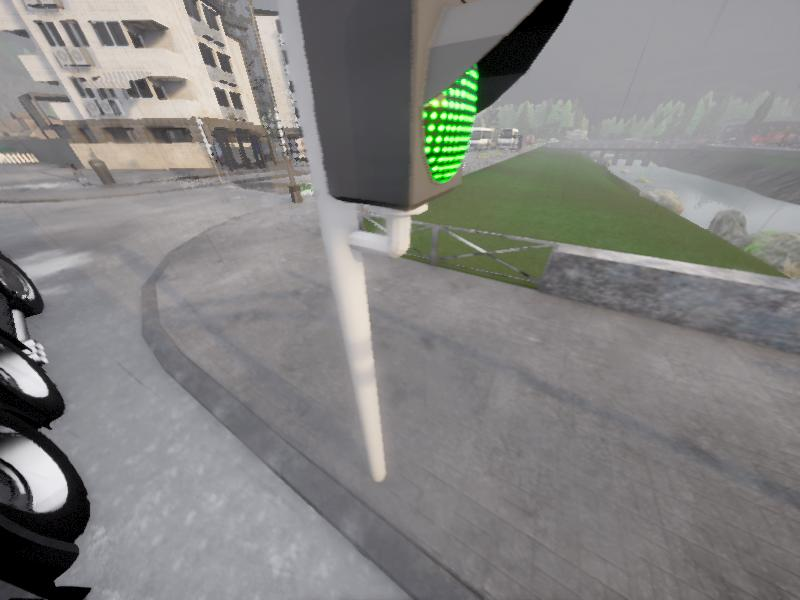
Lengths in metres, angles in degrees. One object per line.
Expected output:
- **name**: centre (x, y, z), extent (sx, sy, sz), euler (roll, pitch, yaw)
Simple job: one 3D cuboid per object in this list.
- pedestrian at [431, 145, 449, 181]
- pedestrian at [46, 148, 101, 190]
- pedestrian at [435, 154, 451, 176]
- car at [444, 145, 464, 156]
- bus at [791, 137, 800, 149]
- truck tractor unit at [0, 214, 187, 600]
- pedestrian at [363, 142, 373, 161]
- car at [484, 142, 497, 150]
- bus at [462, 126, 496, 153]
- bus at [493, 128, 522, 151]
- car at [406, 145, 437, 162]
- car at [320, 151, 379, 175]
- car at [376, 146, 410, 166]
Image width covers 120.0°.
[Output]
- **pedestrian**: centre (2.479, -8.608, 14.506), extent (0.751, 1.860, 0.751), euler (17, 39, 23)
- **pedestrian**: centre (-17.103, -6.883, 12.168), extent (0.751, 1.860, 0.751), euler (15, 38, 21)
- **pedestrian**: centre (3.108, -9.733, 16.606), extent (0.751, 1.300, 0.751), euler (19, 39, 26)
- **car**: centre (9.282, -25.694, 39.664), extent (1.994, 1.385, 4.181), euler (17, 38, 23)
- **bus**: centre (93.030, -34.968, 49.788), extent (3.944, 4.253, 10.273), euler (18, 39, 24)
- **truck tractor unit**: centre (-5.026, -0.377, 0.892), extent (6.516, 4.208, 3.053), euler (22, 41, 28)
- **pedestrian**: centre (-3.975, -18.423, 28.664), extent (0.751, 1.860, 0.751), euler (-26, 42, -32)
- **car**: centre (23.623, -40.050, 60.032), extent (1.801, 1.575, 5.366), euler (18, 39, 24)
- **bus**: centre (17.082, -34.509, 49.748), extent (3.944, 4.253, 10.273), euler (18, 39, 24)
- **bus**: centre (26.864, -39.959, 57.495), extent (3.944, 4.253, 10.273), euler (18, 39, 24)
- **car**: centre (2.882, -19.414, 30.450), extent (1.930, 1.638, 5.238), euler (18, 39, 24)
- **car**: centre (-4.206, -12.247, 20.422), extent (2.033, 1.411, 5.357), euler (18, 39, 24)
- **car**: centre (-0.699, -15.833, 25.362), extent (1.851, 1.617, 3.988), euler (18, 39, 24)
